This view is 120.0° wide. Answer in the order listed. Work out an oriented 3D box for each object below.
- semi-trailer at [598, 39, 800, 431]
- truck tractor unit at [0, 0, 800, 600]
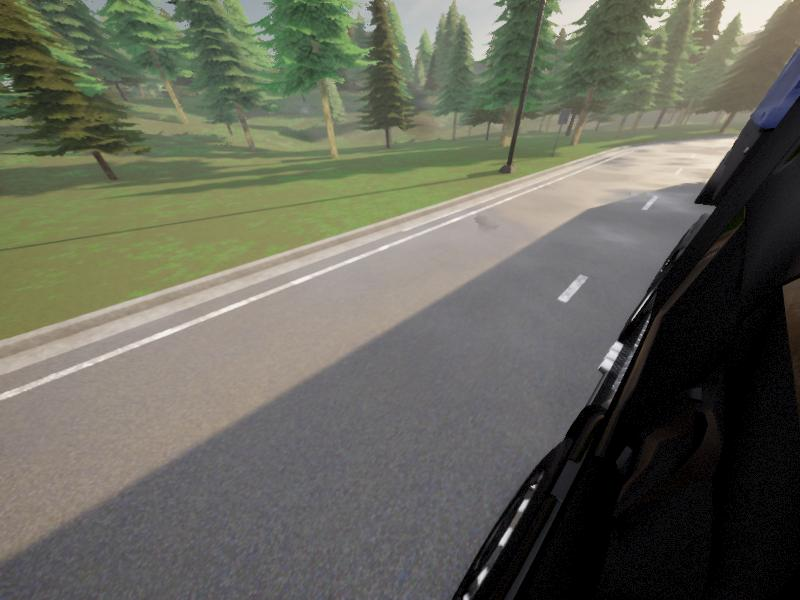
[{"bbox_3d":[8.672,-3.623,4.254,14.254,4.402,2.717,-28,44,-30],"label":"semi-trailer"},{"bbox_3d":[2.645,-0.295,0.352,6.516,4.208,3.053,-28,44,-30],"label":"truck tractor unit"}]
